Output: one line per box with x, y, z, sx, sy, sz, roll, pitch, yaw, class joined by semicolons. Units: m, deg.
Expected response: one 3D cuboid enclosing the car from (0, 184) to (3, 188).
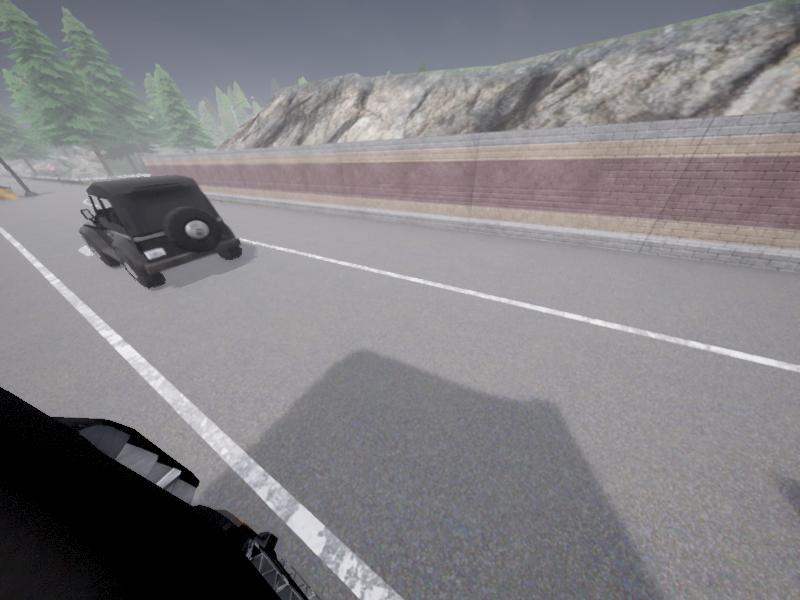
-52.289;-14.806;28.780;4.974;1.542;2.038;16;38;26;car

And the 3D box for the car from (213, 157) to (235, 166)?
-42.894;-33.810;56.385;4.553;1.767;2.097;16;38;26;car

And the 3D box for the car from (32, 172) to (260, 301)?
-5.571;-1.712;5.222;3.866;1.878;1.905;16;38;26;car
